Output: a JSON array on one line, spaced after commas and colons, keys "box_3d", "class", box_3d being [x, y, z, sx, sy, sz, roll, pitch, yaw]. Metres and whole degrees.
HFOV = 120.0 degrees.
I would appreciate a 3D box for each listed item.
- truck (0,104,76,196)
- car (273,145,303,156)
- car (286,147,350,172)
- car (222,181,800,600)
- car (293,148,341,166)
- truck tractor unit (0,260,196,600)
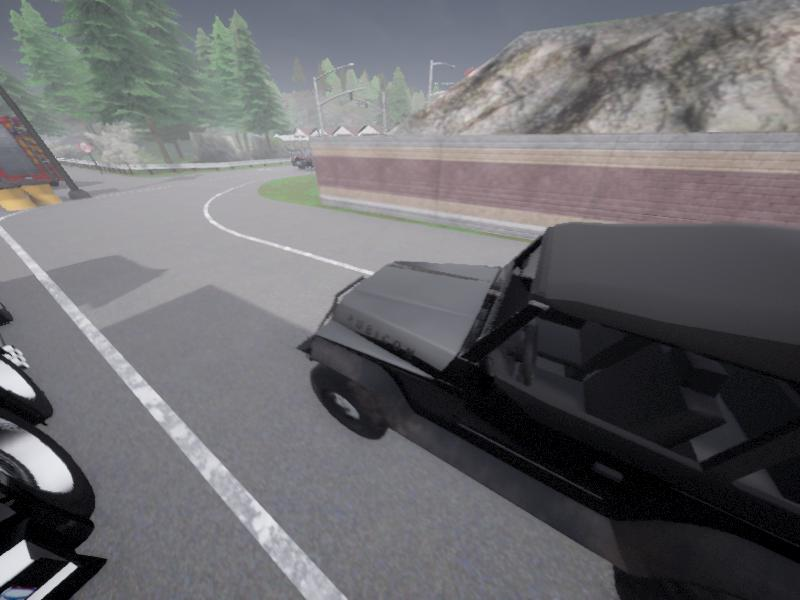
[{"box_3d": [-24.406, -8.469, 13.050, 8.468, 3.827, 2.891, 10, 36, 14], "class": "truck"}, {"box_3d": [-19.791, -26.389, 40.772, 5.008, 1.535, 1.882, 19, 39, 25], "class": "car"}, {"box_3d": [-6.949, -12.424, 20.249, 2.038, 1.542, 4.974, 18, 39, 25], "class": "car"}, {"box_3d": [1.086, 0.388, 1.783, 3.866, 1.878, 1.905, 18, 39, 25], "class": "car"}, {"box_3d": [-8.443, -14.860, 23.907, 1.994, 1.385, 4.181, 18, 39, 25], "class": "car"}, {"box_3d": [-5.106, -0.305, 0.794, 6.516, 4.208, 3.053, 19, 39, 25], "class": "truck tractor unit"}]
